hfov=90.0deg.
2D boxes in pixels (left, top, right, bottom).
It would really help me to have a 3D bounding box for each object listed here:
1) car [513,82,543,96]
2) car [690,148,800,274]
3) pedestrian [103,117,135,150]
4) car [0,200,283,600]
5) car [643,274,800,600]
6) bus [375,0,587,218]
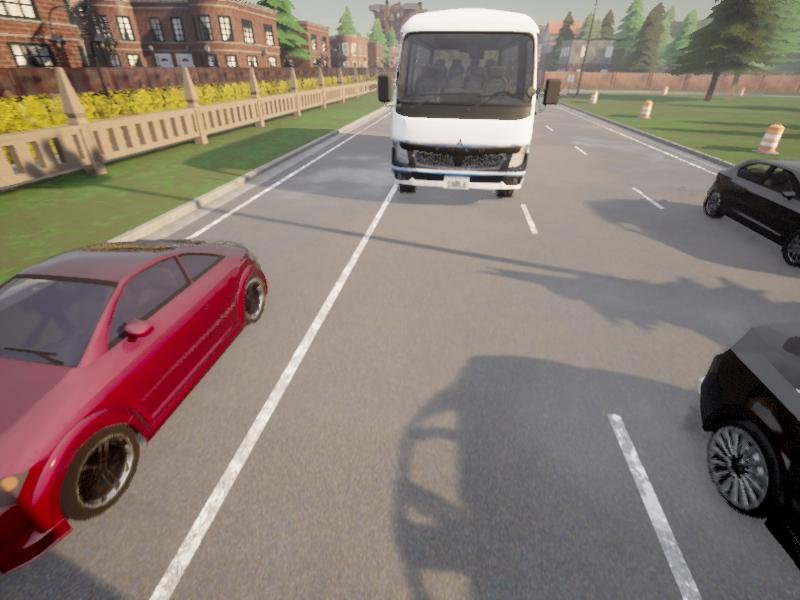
[{"bbox_3d":[16.944,-27.993,52.924,1.970,1.475,3.806,26,38,36],"label":"car"},{"bbox_3d":[8.077,-1.866,7.963,1.816,1.474,4.193,4,30,6],"label":"car"},{"bbox_3d":[-10.608,-6.284,15.119,0.500,1.100,0.500,4,30,6],"label":"pedestrian"},{"bbox_3d":[-3.054,0.313,4.077,1.994,1.385,4.181,5,30,6],"label":"car"},{"bbox_3d":[3.418,1.716,1.681,2.128,1.511,4.902,3,30,4],"label":"car"},{"bbox_3d":[2.147,-6.465,12.951,3.944,4.253,10.273,5,30,6],"label":"bus"}]
